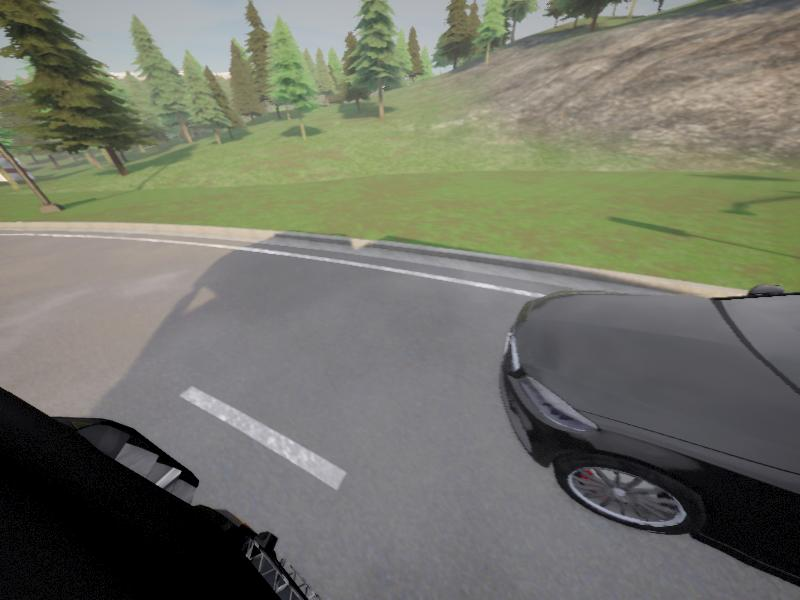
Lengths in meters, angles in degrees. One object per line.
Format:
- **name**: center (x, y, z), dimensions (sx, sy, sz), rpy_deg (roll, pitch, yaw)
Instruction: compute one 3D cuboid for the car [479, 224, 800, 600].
- **car**: center (3.115, 0.790, 1.224), dimensions (4.674, 1.442, 1.812), rpy_deg (15, 37, 24)
